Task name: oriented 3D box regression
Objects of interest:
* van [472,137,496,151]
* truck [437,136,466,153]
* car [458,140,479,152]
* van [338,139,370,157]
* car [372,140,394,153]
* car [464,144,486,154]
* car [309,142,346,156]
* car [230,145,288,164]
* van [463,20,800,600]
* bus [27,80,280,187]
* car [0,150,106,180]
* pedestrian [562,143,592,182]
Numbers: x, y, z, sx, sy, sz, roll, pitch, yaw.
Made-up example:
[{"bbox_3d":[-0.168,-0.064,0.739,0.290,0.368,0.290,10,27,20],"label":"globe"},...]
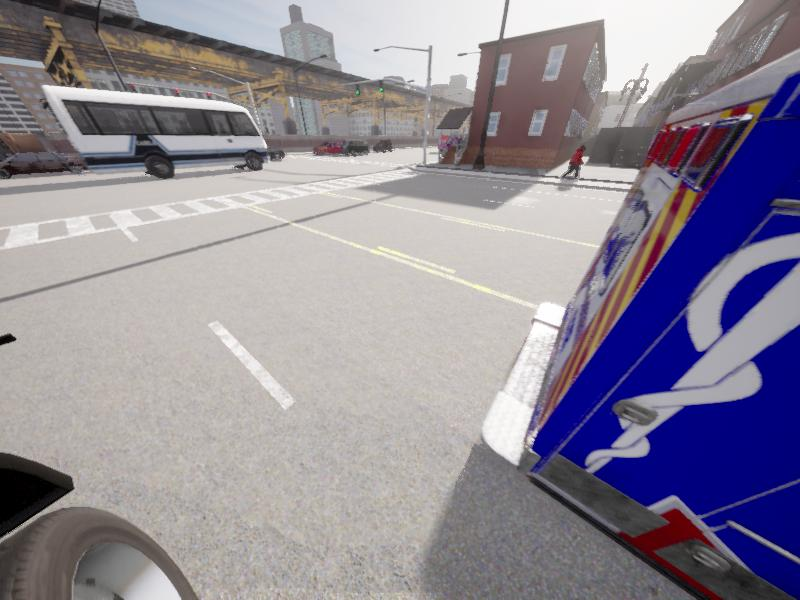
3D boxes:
[{"bbox_3d":[18.485,-34.457,50.849,2.351,2.431,6.366,24,42,30],"label":"van"},{"bbox_3d":[9.148,-27.617,41.017,2.627,2.467,5.204,24,41,30],"label":"truck"},{"bbox_3d":[13.580,-30.627,45.855,1.932,1.855,4.605,24,42,30],"label":"car"},{"bbox_3d":[-6.609,-22.383,33.908,1.775,1.987,4.442,24,42,30],"label":"van"},{"bbox_3d":[-3.087,-28.213,42.298,1.905,1.878,3.866,24,41,30],"label":"car"},{"bbox_3d":[13.282,-26.929,41.046,1.994,1.385,4.181,25,42,31],"label":"car"},{"bbox_3d":[-10.678,-22.537,34.376,2.242,1.667,4.611,24,42,30],"label":"car"},{"bbox_3d":[-15.144,-15.903,25.080,1.837,1.490,4.892,24,42,30],"label":"car"},{"bbox_3d":[3.761,1.018,0.390,6.366,2.431,2.351,24,42,30],"label":"van"},{"bbox_3d":[-14.690,-10.917,15.615,3.944,4.253,10.273,24,42,30],"label":"bus"},{"bbox_3d":[-24.268,-9.154,15.524,2.033,1.411,5.357,24,42,30],"label":"car"},{"bbox_3d":[10.282,-8.015,13.445,0.751,1.860,0.751,23,41,29],"label":"pedestrian"}]
